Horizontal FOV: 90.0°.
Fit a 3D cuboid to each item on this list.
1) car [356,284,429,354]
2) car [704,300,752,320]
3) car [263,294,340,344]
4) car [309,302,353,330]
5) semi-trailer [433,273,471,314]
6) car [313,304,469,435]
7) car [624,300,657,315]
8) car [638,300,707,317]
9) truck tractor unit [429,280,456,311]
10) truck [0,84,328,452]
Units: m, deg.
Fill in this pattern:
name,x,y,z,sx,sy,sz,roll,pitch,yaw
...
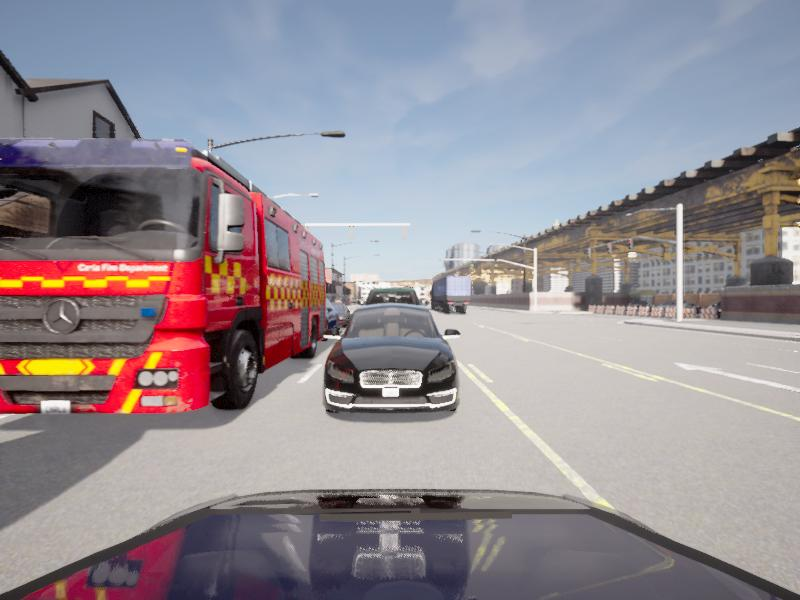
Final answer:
name,x,y,z,sx,sy,sz,roll,pitch,yaw
car,-0.258,0.549,14.527,2.150,2.045,5.566,0,0,-1
car,26.685,0.756,32.712,2.038,1.542,4.974,0,0,28
car,-3.787,0.672,16.346,2.097,1.767,4.553,0,0,-1
car,-3.934,0.866,23.673,2.033,1.411,5.357,0,0,-4
semi-trailer,6.172,-0.683,49.889,2.717,4.402,14.254,0,0,-1
car,-0.137,0.834,7.162,1.837,1.490,4.892,0,0,-1
car,25.722,0.743,42.672,2.038,1.542,4.974,0,0,43
car,25.808,0.749,38.065,2.038,1.542,4.974,0,0,-37
truck tractor unit,6.034,-0.594,57.804,3.053,4.208,6.516,0,0,-1
truck,-3.662,-0.332,8.403,2.891,3.827,8.468,0,0,-1
